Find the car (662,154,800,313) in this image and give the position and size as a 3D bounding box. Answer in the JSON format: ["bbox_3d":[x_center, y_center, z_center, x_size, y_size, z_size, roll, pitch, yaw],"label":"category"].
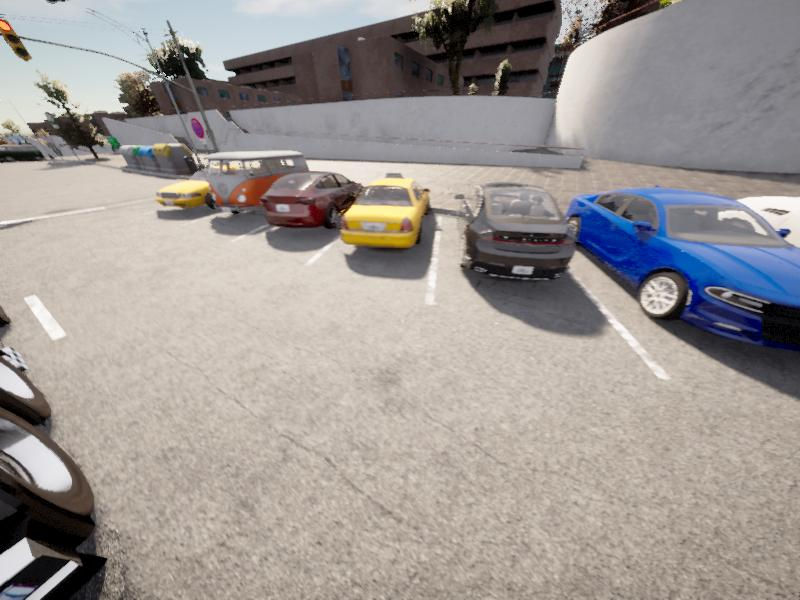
[{"bbox_3d":[7.593,-0.597,3.036,2.435,2.045,5.566,6,35,8],"label":"car"}]

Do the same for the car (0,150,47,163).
[{"bbox_3d":[-55.766,-20.849,33.451,2.002,1.452,4.674,4,34,9],"label":"car"}]

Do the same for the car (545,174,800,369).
[{"bbox_3d":[5.015,-1.215,4.387,2.097,1.535,5.008,6,35,8],"label":"car"}]

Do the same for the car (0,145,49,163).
[{"bbox_3d":[-53.206,-20.231,31.937,1.878,1.987,4.442,5,34,9],"label":"car"}]

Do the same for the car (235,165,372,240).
[{"bbox_3d":[-2.738,-3.718,8.125,2.163,1.488,4.792,5,34,8],"label":"car"}]

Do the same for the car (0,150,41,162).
[{"bbox_3d":[-60.948,-22.340,35.821,1.946,1.575,5.366,5,34,9],"label":"car"}]

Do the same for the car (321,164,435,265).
[{"bbox_3d":[-0.126,-2.995,7.000,1.946,1.575,5.366,5,34,8],"label":"car"}]

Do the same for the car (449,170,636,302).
[{"bbox_3d":[2.423,-2.047,5.612,2.231,1.521,4.892,5,34,8],"label":"car"}]

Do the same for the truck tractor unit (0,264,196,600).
[{"bbox_3d":[-5.116,-0.292,0.795,6.516,4.208,3.053,18,39,24],"label":"truck tractor unit"}]

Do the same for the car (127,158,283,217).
[{"bbox_3d":[-7.934,-5.298,10.400,1.946,1.575,5.366,6,35,8],"label":"car"}]

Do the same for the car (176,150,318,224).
[{"bbox_3d":[-5.340,-4.684,9.096,1.878,1.987,4.442,6,35,8],"label":"car"}]
